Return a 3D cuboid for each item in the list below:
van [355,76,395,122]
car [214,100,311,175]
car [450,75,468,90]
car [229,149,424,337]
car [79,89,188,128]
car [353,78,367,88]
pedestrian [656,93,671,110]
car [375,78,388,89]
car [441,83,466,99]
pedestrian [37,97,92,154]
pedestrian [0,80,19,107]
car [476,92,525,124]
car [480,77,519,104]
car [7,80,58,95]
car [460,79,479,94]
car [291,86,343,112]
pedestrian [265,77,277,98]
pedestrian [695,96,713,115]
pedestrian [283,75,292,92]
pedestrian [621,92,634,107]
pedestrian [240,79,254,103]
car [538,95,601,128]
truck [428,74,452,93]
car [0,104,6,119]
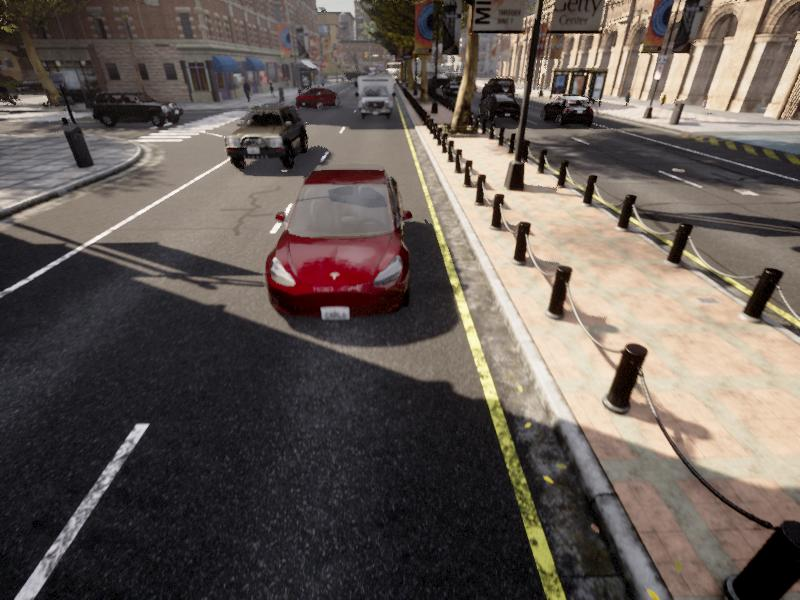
[{"bbox_3d":[-1.614,-13.773,27.155,2.351,2.431,6.366,-1,30,-2],"label":"van"},{"bbox_3d":[-4.659,-6.028,14.450,1.932,1.855,4.605,-1,31,-2],"label":"car"},{"bbox_3d":[8.739,-32.577,59.865,1.905,1.878,3.866,-1,30,-2],"label":"car"},{"bbox_3d":[-0.887,-1.385,6.905,2.163,1.488,4.792,-1,30,-2],"label":"car"},{"bbox_3d":[-15.236,-11.109,23.146,4.605,1.855,1.932,1,30,1],"label":"car"},{"bbox_3d":[-6.438,-35.113,64.764,1.895,1.301,4.718,-1,30,-2],"label":"car"},{"bbox_3d":[19.660,-14.807,29.882,0.500,1.100,0.500,2,30,4],"label":"pedestrian"},{"bbox_3d":[-2.833,-33.482,61.835,1.812,1.442,4.674,-1,30,-2],"label":"car"},{"bbox_3d":[5.807,-22.963,43.919,1.994,1.385,4.181,-1,30,-2],"label":"car"},{"bbox_3d":[-12.473,-6.503,14.935,0.751,1.860,0.751,-1,30,-1],"label":"pedestrian"},{"bbox_3d":[-31.876,-16.660,32.312,0.751,1.860,0.751,-7,31,-11],"label":"pedestrian"},{"bbox_3d":[6.435,-12.644,26.145,1.837,1.490,4.892,-1,30,-2],"label":"car"},{"bbox_3d":[9.491,-20.223,38.560,2.150,2.045,5.566,-1,30,-2],"label":"car"},{"bbox_3d":[-47.551,-27.655,51.884,2.128,1.511,4.902,-1,30,-2],"label":"car"},{"bbox_3d":[9.016,-27.872,52.117,1.789,1.549,3.705,-1,30,-2],"label":"car"},{"bbox_3d":[-6.647,-16.538,32.765,1.882,1.535,5.008,10,32,15],"label":"car"},{"bbox_3d":[-13.202,-21.788,41.077,0.751,1.860,0.751,-2,30,-3],"label":"pedestrian"},{"bbox_3d":[20.629,-13.217,27.164,0.500,1.100,0.500,-1,30,-1],"label":"pedestrian"},{"bbox_3d":[-14.366,-27.656,51.115,0.751,1.860,0.751,-1,30,-1],"label":"pedestrian"},{"bbox_3d":[18.199,-16.044,31.999,0.500,1.100,0.500,-1,30,-2],"label":"pedestrian"},{"bbox_3d":[-13.552,-18.516,35.482,0.751,1.860,0.751,-6,31,-11],"label":"pedestrian"},{"bbox_3d":[10.012,-11.379,23.998,1.970,1.475,3.806,-1,30,-1],"label":"car"},{"bbox_3d":[5.401,-29.965,55.168,2.390,2.098,6.274,-1,30,-2],"label":"truck"},{"bbox_3d":[-29.568,-12.704,25.711,5.566,2.045,2.150,-1,30,-2],"label":"car"}]
